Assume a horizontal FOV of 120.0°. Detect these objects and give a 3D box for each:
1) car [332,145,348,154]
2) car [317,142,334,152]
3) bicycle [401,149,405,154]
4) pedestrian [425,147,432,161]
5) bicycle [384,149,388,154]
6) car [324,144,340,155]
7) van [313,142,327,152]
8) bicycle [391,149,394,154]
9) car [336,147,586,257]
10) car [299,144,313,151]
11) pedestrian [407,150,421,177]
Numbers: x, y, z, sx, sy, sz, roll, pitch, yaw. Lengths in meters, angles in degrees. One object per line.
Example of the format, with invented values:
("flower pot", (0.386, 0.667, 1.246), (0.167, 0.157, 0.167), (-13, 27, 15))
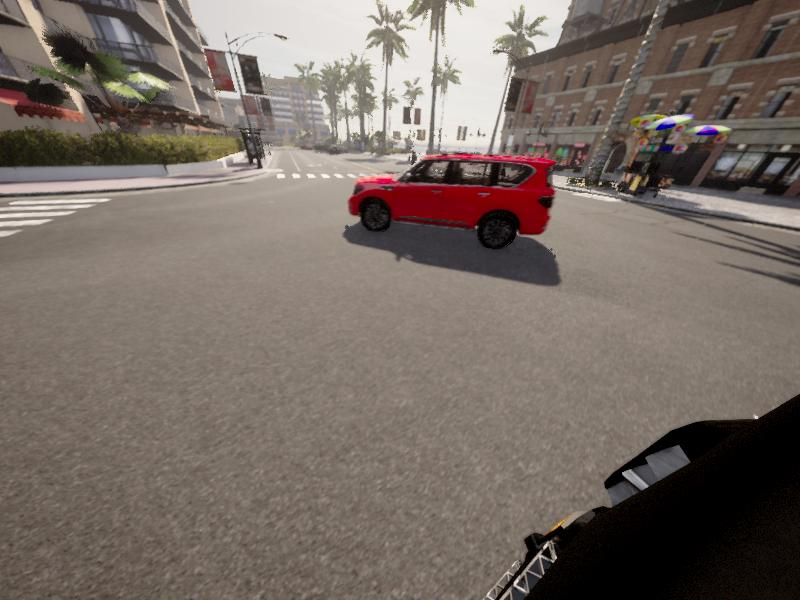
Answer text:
("car", (-14.616, -36.639, 56.254), (2.152, 1.651, 5.027), (-17, 38, -26))
("car", (-20.438, -41.922, 63.193), (2.150, 2.045, 5.566), (-22, 41, -32))
("bicycle", (0.758, -41.489, 64.631), (0.373, 1.024, 1.643), (-12, 36, -20))
("pedestrian", (4.507, -23.099, 36.639), (0.751, 1.860, 0.751), (-18, 39, -27))
("bicycle", (-3.861, -40.528, 62.886), (0.373, 1.024, 1.643), (-12, 36, -20))
("car", (-14.654, -32.495, 49.853), (2.242, 1.667, 4.611), (-13, 37, -22))
("van", (-20.223, -38.424, 58.036), (1.775, 1.987, 4.442), (-19, 40, -29))
("bicycle", (-2.013, -40.912, 63.584), (0.373, 1.024, 1.643), (-12, 36, -20))
("car", (1.302, -3.017, 6.622), (5.566, 2.045, 2.150), (12, 34, 14))
("car", (-26.136, -42.572, 64.363), (1.994, 1.385, 4.181), (-26, 43, -35))
("pedestrian", (1.123, -11.153, 18.869), (0.751, 1.860, 0.751), (-11, 36, -19))
